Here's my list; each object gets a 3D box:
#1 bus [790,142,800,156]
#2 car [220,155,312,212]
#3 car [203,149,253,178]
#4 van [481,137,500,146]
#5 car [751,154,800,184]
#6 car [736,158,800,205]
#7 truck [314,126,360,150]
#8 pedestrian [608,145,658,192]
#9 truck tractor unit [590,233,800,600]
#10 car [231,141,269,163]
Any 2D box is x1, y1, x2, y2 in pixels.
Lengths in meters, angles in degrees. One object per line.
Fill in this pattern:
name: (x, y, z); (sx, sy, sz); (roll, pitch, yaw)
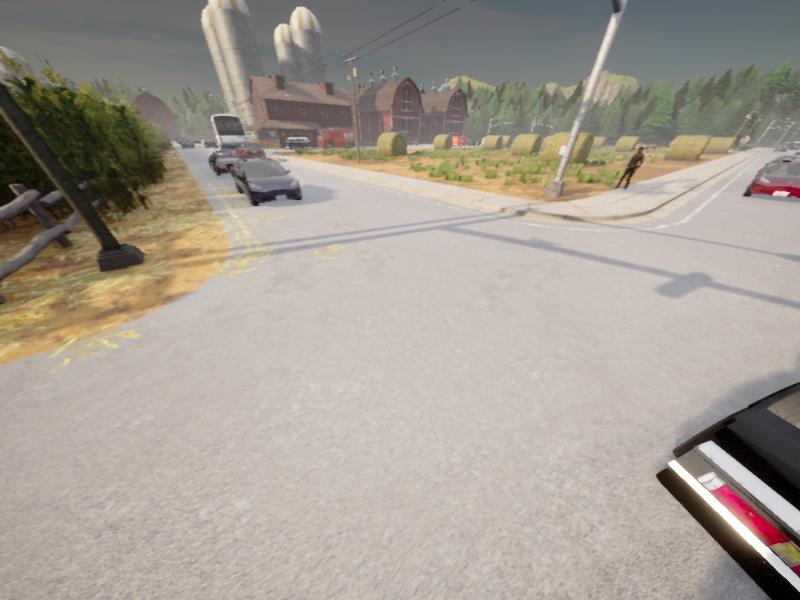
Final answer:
bus: (78.636, -29.627, 43.280); (10.273, 4.253, 3.944); (-23, 41, -29)
car: (-5.967, -5.306, 10.090); (2.163, 1.488, 4.792); (-24, 42, -31)
car: (-12.288, -9.801, 16.461); (1.994, 1.385, 4.181); (-25, 43, -31)
van: (29.397, -51.410, 74.993); (6.366, 2.431, 2.351); (-26, 43, -32)
car: (27.103, -9.297, 16.234); (5.357, 1.411, 2.033); (-23, 41, -29)
car: (18.723, -5.822, 11.116); (4.792, 1.488, 2.163); (-23, 41, -29)
truck: (-13.064, -34.171, 48.785); (8.468, 3.827, 2.891); (-26, 43, -32)
pedestrian: (10.956, -6.224, 10.938); (0.751, 1.860, 0.751); (-13, 38, -19)
truck tractor unit: (5.314, -0.011, 0.373); (6.516, 4.208, 3.053); (-8, 36, -11)
car: (-15.777, -15.634, 24.300); (2.097, 1.767, 4.553); (-25, 43, -31)
